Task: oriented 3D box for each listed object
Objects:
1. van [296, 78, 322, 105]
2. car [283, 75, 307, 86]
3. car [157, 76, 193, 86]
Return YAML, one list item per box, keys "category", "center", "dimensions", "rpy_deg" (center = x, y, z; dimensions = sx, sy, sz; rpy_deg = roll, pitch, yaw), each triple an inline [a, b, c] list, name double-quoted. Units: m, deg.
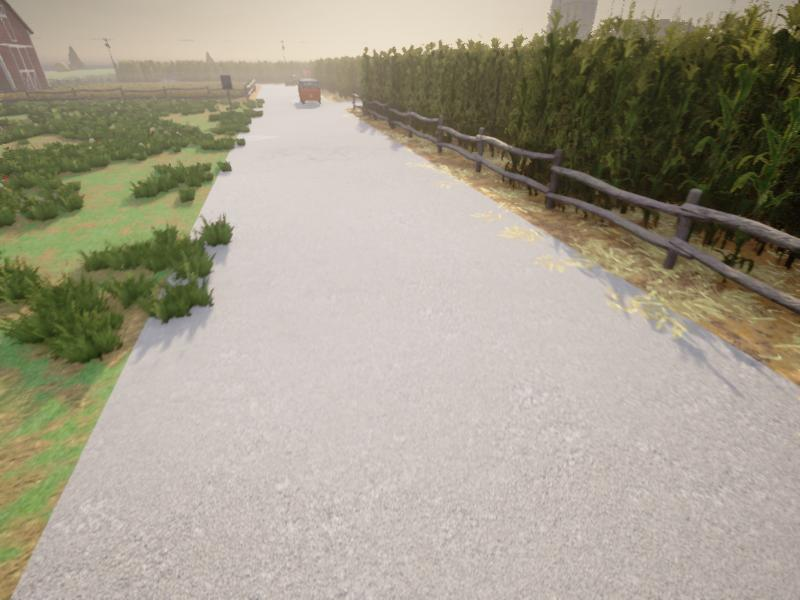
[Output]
- category: "van"
  center: [-8.485, -19.434, 37.221]
  dimensions: [1.775, 1.987, 4.442]
  rpy_deg: [-8, 31, -13]
- category: "car"
  center: [-18.948, -39.807, 72.473]
  dimensions: [2.242, 1.667, 4.611]
  rpy_deg: [7, 31, 12]
- category: "car"
  center: [-39.609, -38.601, 70.449]
  dimensions: [4.974, 1.542, 2.038]
  rpy_deg: [-8, 31, -13]
